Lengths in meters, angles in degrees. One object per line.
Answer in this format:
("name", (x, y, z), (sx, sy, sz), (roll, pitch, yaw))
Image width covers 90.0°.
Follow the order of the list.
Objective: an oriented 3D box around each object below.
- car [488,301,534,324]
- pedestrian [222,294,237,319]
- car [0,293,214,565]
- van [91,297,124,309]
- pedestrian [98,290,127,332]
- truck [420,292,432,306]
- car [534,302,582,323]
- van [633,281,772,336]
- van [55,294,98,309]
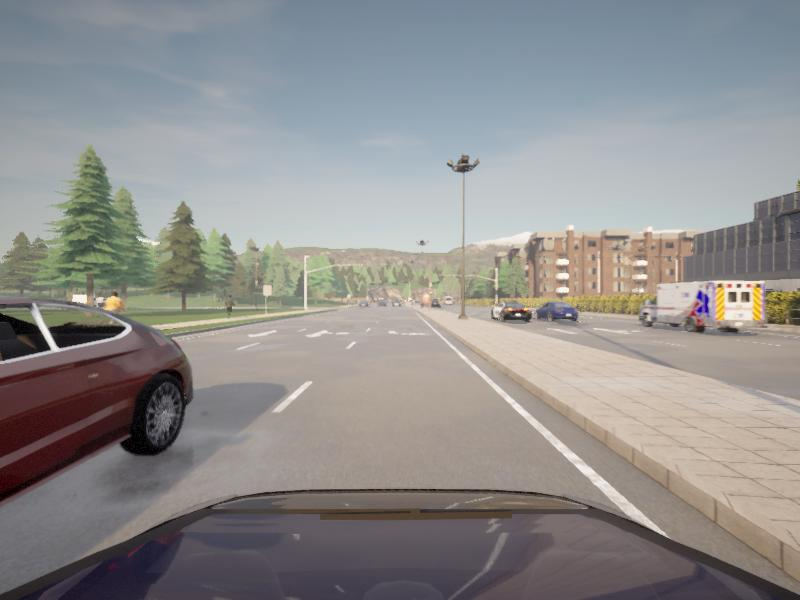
("car", (8.121, 0.824, 29.772), (2.038, 1.542, 4.974), (0, 0, 0))
("pedestrian", (-12.738, 0.481, 29.866), (0.751, 1.860, 0.751), (0, 0, 2))
("car", (-3.499, 0.779, 2.692), (2.152, 1.651, 5.027), (0, 0, 0))
("van", (-52.712, 0.564, 72.114), (4.480, 2.038, 2.069), (0, 0, 1))
("pedestrian", (-12.841, 0.482, 17.891), (0.751, 1.860, 0.751), (0, 0, 2))
("truck", (7.304, -0.340, 112.625), (2.891, 3.827, 8.468), (0, 0, 0))
("car", (11.621, 0.865, 29.781), (1.812, 1.442, 4.674), (0, 0, 0))
("van", (15.072, 0.375, 20.656), (2.351, 2.431, 6.366), (0, 0, 0))
("van", (-55.480, 0.291, 68.665), (5.915, 2.561, 1.988), (0, 0, 1))
